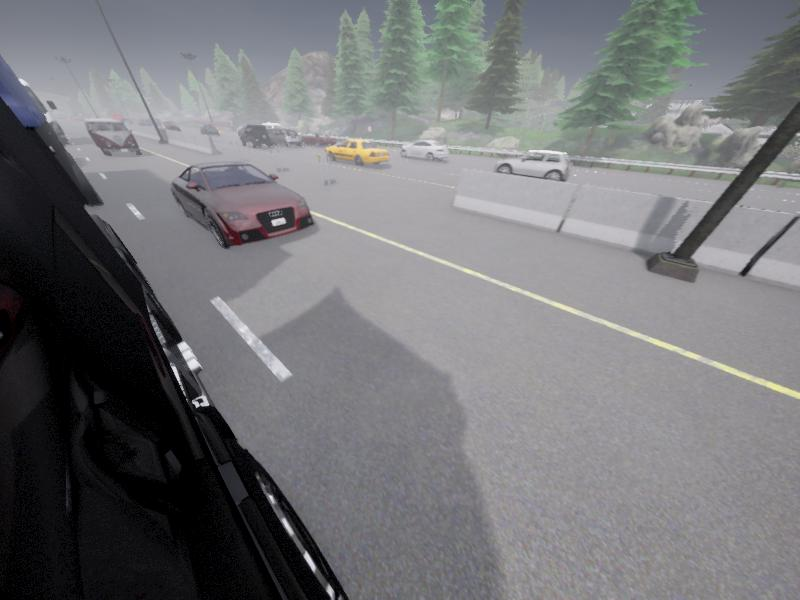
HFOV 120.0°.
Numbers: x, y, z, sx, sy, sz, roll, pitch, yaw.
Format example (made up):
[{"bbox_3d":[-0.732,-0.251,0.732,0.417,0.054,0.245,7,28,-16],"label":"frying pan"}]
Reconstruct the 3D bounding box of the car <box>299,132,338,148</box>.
[{"bbox_3d":[-9.856,-19.288,27.851,4.718,1.301,1.895,28,44,30],"label":"car"}]

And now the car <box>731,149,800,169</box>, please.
[{"bbox_3d":[44.382,-16.944,27.712,5.008,1.535,1.882,28,44,30],"label":"car"}]

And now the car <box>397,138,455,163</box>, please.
[{"bbox_3d":[2.089,-13.023,20.034,4.674,1.442,1.812,28,44,30],"label":"car"}]

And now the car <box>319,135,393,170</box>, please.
[{"bbox_3d":[-3.129,-10.383,16.071,5.366,1.575,1.801,28,44,30],"label":"car"}]

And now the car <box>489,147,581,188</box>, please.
[{"bbox_3d":[7.410,-7.488,12.901,3.806,1.475,1.970,28,44,30],"label":"car"}]

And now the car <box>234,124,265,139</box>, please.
[{"bbox_3d":[-24.078,-26.974,36.999,4.611,1.667,2.242,28,44,30],"label":"car"}]

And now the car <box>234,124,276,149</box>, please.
[{"bbox_3d":[-14.780,-16.683,23.567,3.866,1.878,1.905,28,44,30],"label":"car"}]

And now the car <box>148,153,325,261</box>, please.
[{"bbox_3d":[-4.082,-2.614,5.772,4.181,1.385,1.994,28,44,30],"label":"car"}]

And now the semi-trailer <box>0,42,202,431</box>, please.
[{"bbox_3d":[-8.708,-3.582,4.241,14.254,4.402,2.717,28,44,30],"label":"semi-trailer"}]

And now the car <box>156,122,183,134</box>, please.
[{"bbox_3d":[-40.032,-29.888,40.073,4.974,1.542,2.038,27,43,30],"label":"car"}]

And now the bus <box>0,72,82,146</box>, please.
[{"bbox_3d":[-32.023,-15.949,19.598,10.273,4.253,3.944,27,43,30],"label":"bus"}]

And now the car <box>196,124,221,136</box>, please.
[{"bbox_3d":[-31.788,-28.265,38.389,3.633,1.501,1.845,28,43,30],"label":"car"}]

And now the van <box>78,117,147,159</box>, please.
[{"bbox_3d":[-19.140,-10.838,15.394,4.442,1.987,1.775,28,44,30],"label":"van"}]

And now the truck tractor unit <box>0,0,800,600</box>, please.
[{"bbox_3d":[-2.645,-0.295,0.351,6.516,4.208,3.053,28,44,30],"label":"truck tractor unit"}]

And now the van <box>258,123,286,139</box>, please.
[{"bbox_3d":[-21.566,-28.526,38.919,4.480,2.038,2.069,28,44,30],"label":"van"}]

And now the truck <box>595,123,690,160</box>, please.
[{"bbox_3d":[34.569,-23.128,33.512,8.468,3.827,2.891,30,45,32],"label":"truck"}]

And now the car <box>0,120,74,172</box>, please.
[{"bbox_3d":[-18.560,-7.724,11.410,4.553,1.767,2.097,28,44,30],"label":"car"}]

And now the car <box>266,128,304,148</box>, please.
[{"bbox_3d":[-13.021,-18.365,26.164,3.988,1.617,1.851,28,44,30],"label":"car"}]
